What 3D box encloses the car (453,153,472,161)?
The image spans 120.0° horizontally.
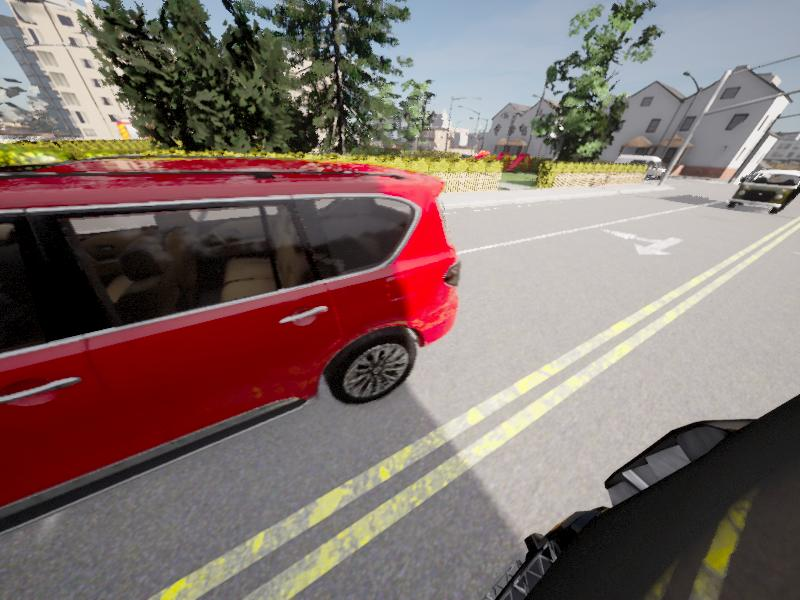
[{"bbox_3d":[15.886,-36.325,58.599,1.812,1.442,4.674,-15,38,-25],"label":"car"}]

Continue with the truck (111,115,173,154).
[{"bbox_3d":[-35.892,-23.230,32.696,2.891,3.827,8.468,-15,37,-25],"label":"truck"}]

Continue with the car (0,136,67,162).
[{"bbox_3d":[-29.357,-12.178,18.610,1.789,1.549,3.705,-22,41,-33],"label":"car"}]

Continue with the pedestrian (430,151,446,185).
[{"bbox_3d":[2.515,-8.833,15.458,0.751,1.860,0.751,5,34,2],"label":"pedestrian"}]

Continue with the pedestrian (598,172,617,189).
[{"bbox_3d":[15.682,-9.053,17.494,0.500,1.100,0.500,-11,36,-20],"label":"pedestrian"}]

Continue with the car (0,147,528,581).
[{"bbox_3d":[-2.018,0.023,1.909,5.566,2.045,2.150,-15,38,-25],"label":"car"}]

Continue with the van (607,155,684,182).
[{"bbox_3d":[30.868,-16.872,29.466,1.988,2.561,5.915,-13,37,-23],"label":"van"}]

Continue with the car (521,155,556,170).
[{"bbox_3d":[23.985,-23.993,40.256,1.932,1.855,4.605,-15,38,-25],"label":"car"}]

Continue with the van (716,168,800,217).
[{"bbox_3d":[20.573,-6.070,12.850,4.480,2.038,2.069,-15,37,-25],"label":"van"}]
